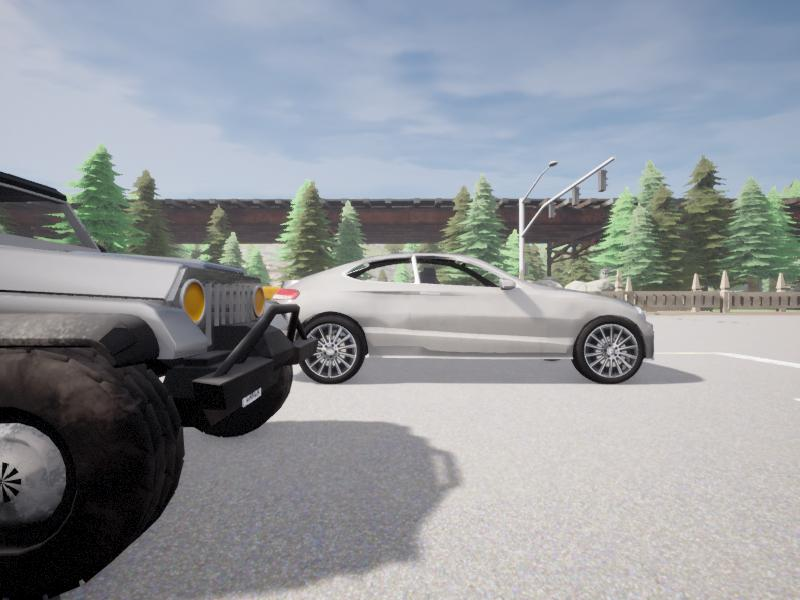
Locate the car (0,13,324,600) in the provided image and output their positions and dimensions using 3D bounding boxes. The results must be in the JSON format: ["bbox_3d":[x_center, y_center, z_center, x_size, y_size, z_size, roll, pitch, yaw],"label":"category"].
[{"bbox_3d":[-2.535,0.046,2.201,3.866,1.878,1.905,0,0,0],"label":"car"}]

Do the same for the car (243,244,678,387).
[{"bbox_3d":[0.699,0.181,5.701,5.027,1.651,2.152,0,0,0],"label":"car"}]

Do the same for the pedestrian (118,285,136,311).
[{"bbox_3d":[-19.848,-0.115,29.096,0.751,1.860,0.751,0,0,2],"label":"pedestrian"}]
